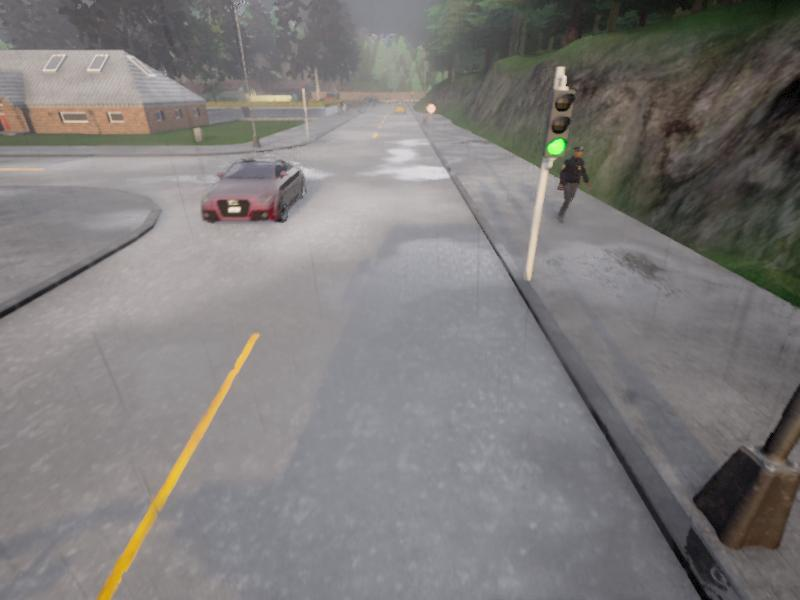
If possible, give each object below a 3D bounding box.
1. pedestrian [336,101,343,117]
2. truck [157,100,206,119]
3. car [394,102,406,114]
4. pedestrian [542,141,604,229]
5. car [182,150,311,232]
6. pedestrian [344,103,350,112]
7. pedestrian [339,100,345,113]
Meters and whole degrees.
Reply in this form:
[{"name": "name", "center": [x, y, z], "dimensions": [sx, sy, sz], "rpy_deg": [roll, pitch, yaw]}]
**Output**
[{"name": "pedestrian", "center": [-8.241, -25.946, 54.335], "dimensions": [0.751, 1.860, 0.751], "rpy_deg": [1, 27, 2]}, {"name": "truck", "center": [-26.976, -23.614, 49.563], "dimensions": [4.478, 2.038, 2.069], "rpy_deg": [0, 27, 0]}, {"name": "car", "center": [0.004, -30.888, 64.426], "dimensions": [1.801, 1.575, 5.366], "rpy_deg": [0, 27, 0]}, {"name": "pedestrian", "center": [4.034, -2.716, 9.474], "dimensions": [0.751, 1.860, 0.751], "rpy_deg": [-4, 28, -8]}, {"name": "car", "center": [-3.999, -3.250, 11.346], "dimensions": [1.994, 1.385, 4.181], "rpy_deg": [0, 27, 0]}, {"name": "pedestrian", "center": [-8.991, -32.689, 67.938], "dimensions": [0.751, 1.300, 0.751], "rpy_deg": [-5, 28, -10]}, {"name": "pedestrian", "center": [-9.397, -31.324, 64.696], "dimensions": [0.751, 1.860, 0.751], "rpy_deg": [0, 27, 0]}]
